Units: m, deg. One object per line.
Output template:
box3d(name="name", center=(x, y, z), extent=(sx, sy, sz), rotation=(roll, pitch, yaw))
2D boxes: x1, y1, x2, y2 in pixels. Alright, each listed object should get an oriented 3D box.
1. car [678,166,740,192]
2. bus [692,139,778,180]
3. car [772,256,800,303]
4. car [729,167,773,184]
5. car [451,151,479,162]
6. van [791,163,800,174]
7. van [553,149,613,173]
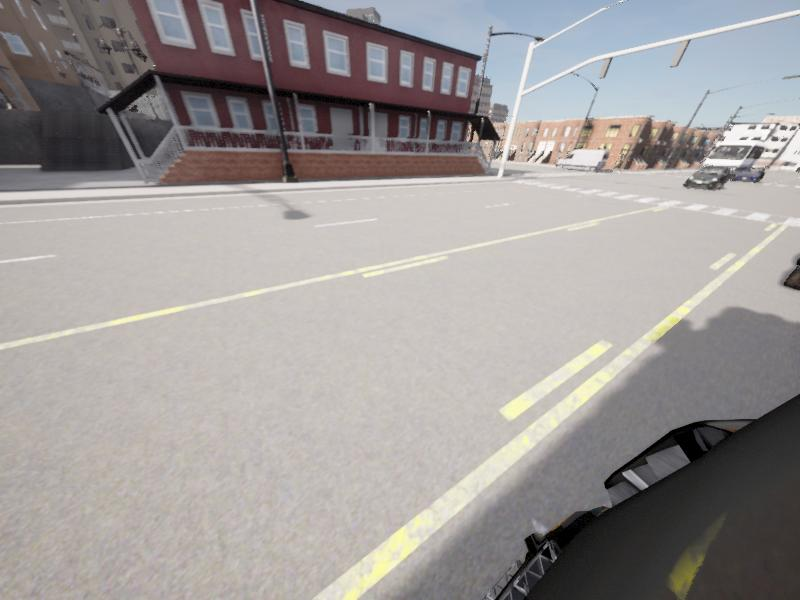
box3d(name="car", center=(25.292, -9.980, 18.922), extent=(3.988, 1.617, 1.851), rotation=(-16, 38, -26))
box3d(name="bus", center=(46.347, -19.439, 32.002), extent=(10.273, 4.253, 3.944), rotation=(-16, 38, -26))
box3d(name="car", center=(9.360, -0.899, 4.095), extent=(3.866, 1.878, 1.905), rotation=(-16, 38, -26))
box3d(name="car", center=(40.088, -14.281, 26.400), extent=(4.193, 1.474, 1.816), rotation=(-16, 38, -26))
box3d(name="car", center=(12.793, -28.579, 45.884), extent=(1.930, 1.638, 5.238), rotation=(-16, 38, -26))
box3d(name="van", center=(91.673, -29.222, 51.468), extent=(2.069, 2.038, 4.480), rotation=(14, 36, 17))
box3d(name="van", center=(25.767, -19.904, 32.939), extent=(1.988, 2.561, 5.915), rotation=(-18, 39, -27))
